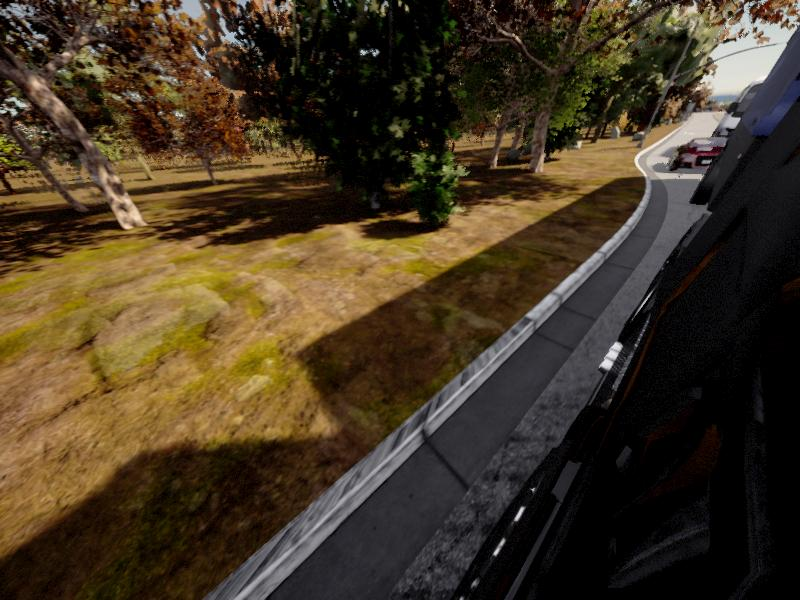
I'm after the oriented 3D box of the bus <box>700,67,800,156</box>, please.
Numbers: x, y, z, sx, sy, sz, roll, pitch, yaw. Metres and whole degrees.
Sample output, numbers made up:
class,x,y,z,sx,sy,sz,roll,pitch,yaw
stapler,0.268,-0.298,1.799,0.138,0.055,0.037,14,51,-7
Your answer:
class,x,y,z,sx,sy,sz,roll,pitch,yaw
bus,26.464,-13.536,16.912,10.273,4.253,3.944,-31,44,-33

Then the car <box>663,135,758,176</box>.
class,x,y,z,sx,sy,sz,roll,pitch,yaw
car,15.300,-7.398,11.704,1.994,1.385,4.181,23,43,33

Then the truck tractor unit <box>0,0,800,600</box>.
class,x,y,z,sx,sy,sz,roll,pitch,yaw
truck tractor unit,2.645,-0.295,0.351,6.516,4.208,3.053,-28,44,-30

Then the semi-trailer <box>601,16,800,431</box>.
class,x,y,z,sx,sy,sz,roll,pitch,yaw
semi-trailer,8.584,-3.684,4.330,14.254,4.402,2.717,-29,42,-31

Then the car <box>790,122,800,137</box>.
class,x,y,z,sx,sy,sz,roll,pitch,yaw
car,42.804,-17.801,23.774,4.193,1.474,1.816,-32,45,-33
